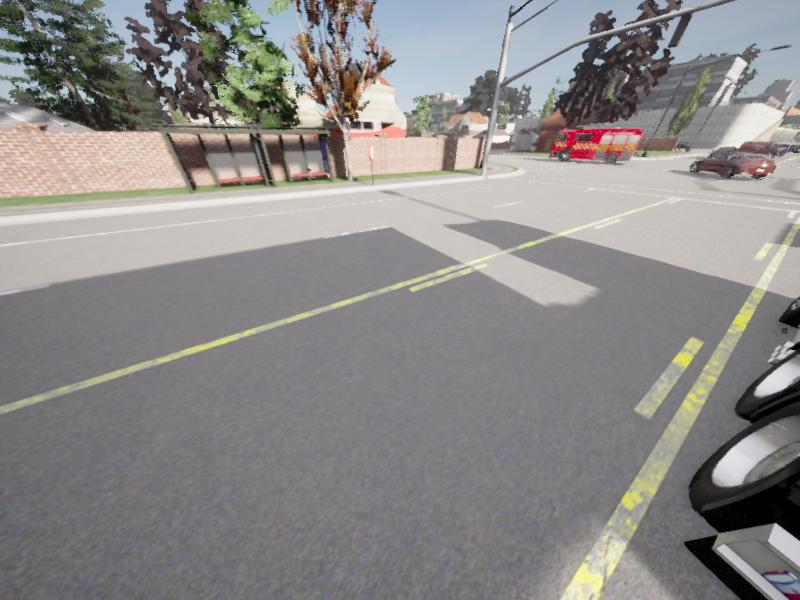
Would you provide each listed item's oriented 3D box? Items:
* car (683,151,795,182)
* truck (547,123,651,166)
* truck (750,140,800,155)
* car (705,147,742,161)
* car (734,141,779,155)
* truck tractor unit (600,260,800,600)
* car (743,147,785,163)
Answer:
[{"bbox_3d":[25.915,-10.582,18.103,2.152,1.651,5.027,8,36,12],"label":"car"},{"bbox_3d":[23.492,-18.833,27.969,8.468,3.827,2.891,29,44,35],"label":"truck"},{"bbox_3d":[71.483,-28.686,43.397,2.390,2.098,6.274,6,36,6],"label":"truck"},{"bbox_3d":[45.295,-20.510,32.337,4.892,1.490,1.837,-20,40,-25],"label":"car"},{"bbox_3d":[65.868,-28.291,42.897,2.150,2.045,5.566,19,39,24],"label":"car"},{"bbox_3d":[5.152,-0.252,0.778,6.516,4.208,3.053,-17,42,-25],"label":"truck tractor unit"},{"bbox_3d":[46.720,-18.662,29.677,4.514,1.525,2.007,-20,40,-26],"label":"car"}]
